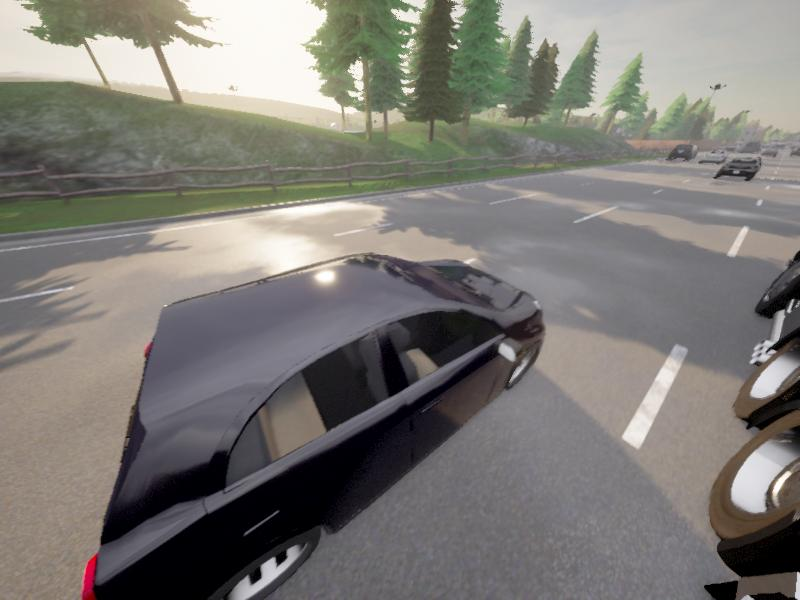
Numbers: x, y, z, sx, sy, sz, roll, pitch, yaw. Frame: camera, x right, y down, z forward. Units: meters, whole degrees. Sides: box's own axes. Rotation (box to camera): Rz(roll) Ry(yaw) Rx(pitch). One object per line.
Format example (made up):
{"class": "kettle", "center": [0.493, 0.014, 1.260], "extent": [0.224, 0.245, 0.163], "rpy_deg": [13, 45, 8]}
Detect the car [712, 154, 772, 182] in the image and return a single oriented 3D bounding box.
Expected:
{"class": "car", "center": [25.685, -9.978, 17.354], "extent": [4.193, 1.474, 1.816], "rpy_deg": [-22, 40, -29]}

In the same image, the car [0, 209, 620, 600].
{"class": "car", "center": [-0.120, 0.367, 2.182], "extent": [3.633, 1.501, 1.845], "rpy_deg": [-22, 40, -28]}

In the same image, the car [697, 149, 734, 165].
{"class": "car", "center": [40.443, -18.356, 29.582], "extent": [3.806, 1.475, 1.970], "rpy_deg": [-22, 40, -29]}

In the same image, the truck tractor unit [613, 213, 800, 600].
{"class": "truck tractor unit", "center": [5.021, -0.380, 0.905], "extent": [6.516, 4.208, 3.053], "rpy_deg": [-22, 40, -28]}

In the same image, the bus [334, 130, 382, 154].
{"class": "bus", "center": [-9.689, -37.710, 55.126], "extent": [10.273, 4.253, 3.944], "rpy_deg": [-23, 41, -29]}

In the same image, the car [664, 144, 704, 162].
{"class": "car", "center": [40.811, -21.172, 33.176], "extent": [5.566, 2.045, 2.150], "rpy_deg": [-22, 40, -29]}
